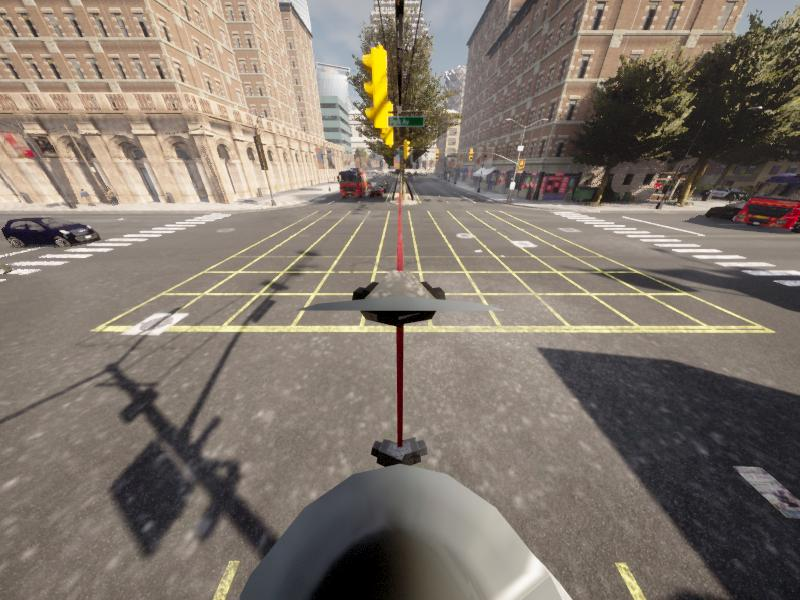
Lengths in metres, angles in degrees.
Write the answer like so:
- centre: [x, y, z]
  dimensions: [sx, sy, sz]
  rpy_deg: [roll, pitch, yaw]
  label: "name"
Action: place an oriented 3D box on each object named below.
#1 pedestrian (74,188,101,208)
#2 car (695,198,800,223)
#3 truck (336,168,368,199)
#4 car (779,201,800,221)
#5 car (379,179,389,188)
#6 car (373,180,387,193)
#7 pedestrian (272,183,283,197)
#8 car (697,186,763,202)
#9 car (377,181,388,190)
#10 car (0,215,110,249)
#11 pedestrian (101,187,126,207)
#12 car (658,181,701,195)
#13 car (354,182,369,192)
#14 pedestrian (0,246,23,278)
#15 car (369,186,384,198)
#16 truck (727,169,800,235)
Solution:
- centre: [-33.621, -11.011, 24.863]
  dimensions: [0.751, 1.860, 0.751]
  rpy_deg: [4, 30, 7]
  label: "pedestrian"
- centre: [29.116, -7.587, 19.505]
  dimensions: [5.238, 1.638, 1.930]
  rpy_deg: [0, 30, -1]
  label: "car"
- centre: [-7.080, -18.109, 35.546]
  dimensions: [2.891, 3.827, 8.468]
  rpy_deg: [0, 30, 0]
  label: "truck"
- centre: [36.309, -7.511, 19.571]
  dimensions: [4.674, 1.442, 1.812]
  rpy_deg: [0, 30, 0]
  label: "car"
- centre: [-3.527, -26.265, 51.891]
  dimensions: [1.851, 1.617, 3.988]
  rpy_deg: [0, 30, 0]
  label: "car"
- centre: [-3.558, -20.387, 41.522]
  dimensions: [2.097, 1.767, 4.553]
  rpy_deg: [0, 30, 0]
  label: "car"
- centre: [-17.484, -15.756, 33.083]
  dimensions: [0.751, 1.860, 0.751]
  rpy_deg: [1, 30, 1]
  label: "pedestrian"
- centre: [45.916, -14.963, 32.392]
  dimensions: [2.038, 1.542, 4.974]
  rpy_deg: [0, 30, 1]
  label: "car"
- centre: [-3.540, -23.214, 46.736]
  dimensions: [1.970, 1.475, 3.806]
  rpy_deg: [0, 30, 0]
  label: "car"
- centre: [-20.050, -3.968, 13.349]
  dimensions: [3.633, 1.501, 1.845]
  rpy_deg: [0, 30, 0]
  label: "car"
- centre: [-31.439, -11.290, 25.347]
  dimensions: [0.751, 1.860, 0.751]
  rpy_deg: [0, 30, -1]
  label: "pedestrian"
- centre: [46.025, -18.540, 38.227]
  dimensions: [1.905, 1.878, 3.866]
  rpy_deg: [0, 30, 0]
  label: "car"
- centre: [-7.055, -20.928, 42.777]
  dimensions: [1.970, 1.475, 3.806]
  rpy_deg: [0, 30, 0]
  label: "car"
- centre: [-16.834, -1.846, 9.294]
  dimensions: [0.751, 1.860, 0.751]
  rpy_deg: [2, 30, 3]
  label: "pedestrian"
- centre: [-3.577, -16.711, 35.654]
  dimensions: [1.895, 1.301, 4.718]
  rpy_deg: [0, 30, 0]
  label: "car"
- centre: [29.923, -6.784, 15.935]
  dimensions: [8.468, 3.827, 2.891]
  rpy_deg: [0, 30, 0]
  label: "truck"
